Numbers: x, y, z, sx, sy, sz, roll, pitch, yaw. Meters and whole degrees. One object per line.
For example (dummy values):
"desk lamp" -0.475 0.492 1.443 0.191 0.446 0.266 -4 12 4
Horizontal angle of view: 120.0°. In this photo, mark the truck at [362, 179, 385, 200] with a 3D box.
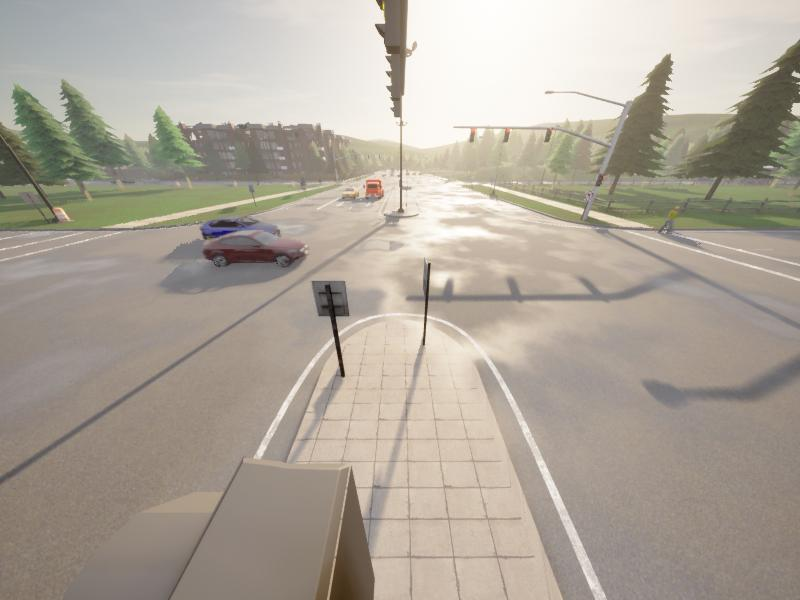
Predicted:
"truck" -3.776 -16.284 33.842 2.627 2.467 5.204 0 30 0

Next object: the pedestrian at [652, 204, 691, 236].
"pedestrian" 18.092 -5.335 15.434 0.751 1.860 0.751 1 30 2

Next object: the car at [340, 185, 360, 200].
"car" -7.276 -15.902 34.069 1.801 1.575 5.366 0 30 0

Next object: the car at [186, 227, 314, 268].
"car" -6.883 -2.551 11.080 4.674 1.442 1.812 0 30 0

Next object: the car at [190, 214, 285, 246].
"car" -9.683 -4.311 14.098 4.193 1.474 1.816 0 30 0

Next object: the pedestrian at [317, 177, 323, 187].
"pedestrian" -17.937 -26.610 51.982 0.751 1.860 0.751 2 30 4

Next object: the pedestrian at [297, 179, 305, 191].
"pedestrian" -18.163 -21.029 42.315 0.751 1.860 0.751 3 30 5
